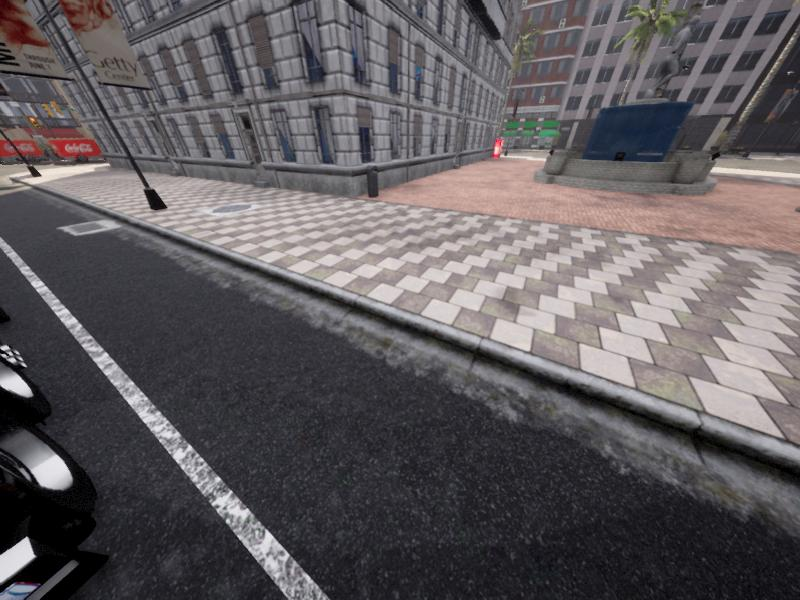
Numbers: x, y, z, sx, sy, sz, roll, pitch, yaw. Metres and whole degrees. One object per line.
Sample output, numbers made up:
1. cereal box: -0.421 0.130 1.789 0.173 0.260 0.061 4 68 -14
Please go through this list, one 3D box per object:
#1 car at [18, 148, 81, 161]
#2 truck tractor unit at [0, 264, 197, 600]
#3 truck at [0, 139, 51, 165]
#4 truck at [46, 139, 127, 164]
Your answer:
1. car: -50.308 -21.018 33.311 1.812 1.442 4.674 18 39 24
2. truck tractor unit: -5.110 -0.303 0.776 6.516 4.208 3.053 18 39 24
3. truck: -48.505 -18.157 28.305 2.627 2.467 5.204 9 35 14
4. truck: -39.593 -18.973 29.404 2.627 2.467 5.204 18 39 24
